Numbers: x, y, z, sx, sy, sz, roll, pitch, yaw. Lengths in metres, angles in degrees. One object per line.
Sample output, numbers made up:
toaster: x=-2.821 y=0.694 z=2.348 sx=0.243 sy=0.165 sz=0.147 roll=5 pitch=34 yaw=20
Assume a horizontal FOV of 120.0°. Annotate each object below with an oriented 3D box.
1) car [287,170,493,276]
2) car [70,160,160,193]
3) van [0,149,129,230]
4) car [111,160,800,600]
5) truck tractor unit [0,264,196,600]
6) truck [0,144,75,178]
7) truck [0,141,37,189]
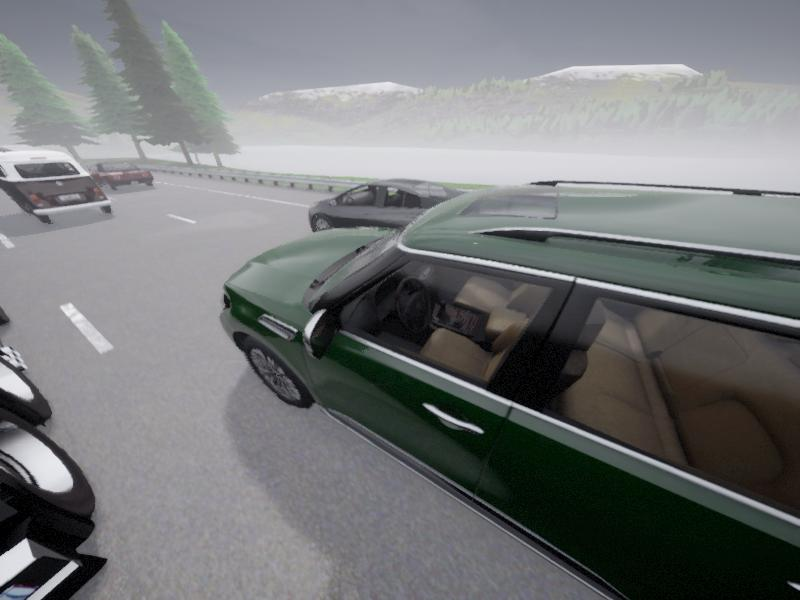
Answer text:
car: x=-0.326 y=-2.251 z=5.910 sx=4.514 sy=1.525 sz=2.007 roll=18 pitch=39 yaw=24
car: x=-16.923 y=-7.448 z=13.735 sx=4.718 sy=1.301 sz=1.895 roll=17 pitch=38 yaw=23
van: x=-12.743 y=-4.181 z=8.344 sx=4.480 sy=2.038 sz=2.069 roll=17 pitch=39 yaw=24
car: x=0.852 y=0.227 z=1.883 sx=5.566 sy=2.045 sz=2.150 roll=18 pitch=39 yaw=24
truck tractor unit: x=-5.110 y=-0.300 z=0.789 sx=6.516 sy=4.208 sz=3.053 roll=18 pitch=39 yaw=24
truck: x=-30.593 y=-11.417 z=18.863 sx=6.274 sy=2.098 sz=2.390 roll=14 pitch=37 yaw=19
truck: x=-26.064 y=-8.244 z=13.947 sx=5.204 sy=2.467 sz=2.627 roll=15 pitch=38 yaw=21
